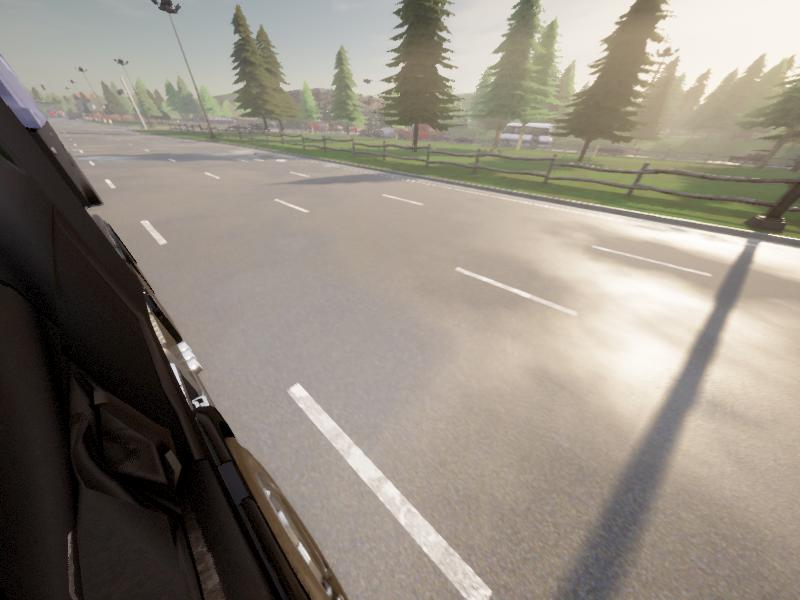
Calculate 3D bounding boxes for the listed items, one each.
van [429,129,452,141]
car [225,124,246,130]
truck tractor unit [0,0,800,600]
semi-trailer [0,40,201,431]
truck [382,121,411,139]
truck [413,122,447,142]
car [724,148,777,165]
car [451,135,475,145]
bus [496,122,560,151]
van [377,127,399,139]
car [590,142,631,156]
[{"bbox_3d":[11.638,-47.659,66.748,5.915,2.561,1.988,28,43,30],"label":"van"},{"bbox_3d":[-51.340,-54.055,72.157,1.837,1.490,4.892,28,44,30],"label":"car"},{"bbox_3d":[-2.645,-0.295,0.351,6.516,4.208,3.053,28,44,30],"label":"truck tractor unit"},{"bbox_3d":[-8.702,-3.588,4.243,14.254,4.402,2.717,28,43,30],"label":"semi-trailer"},{"bbox_3d":[-1.160,-49.563,67.428,8.468,3.827,2.891,28,43,30],"label":"truck"},{"bbox_3d":[7.843,-44.754,61.517,8.468,3.827,2.891,28,43,30],"label":"truck"},{"bbox_3d":[53.760,-22.145,35.608,3.866,1.878,1.905,28,43,30],"label":"car"},{"bbox_3d":[14.637,-37.435,54.033,4.892,1.490,1.837,28,44,30],"label":"car"},{"bbox_3d":[26.700,-34.753,48.890,10.273,4.253,3.944,29,44,29],"label":"bus"},{"bbox_3d":[-3.455,-47.487,65.643,6.366,2.431,2.351,28,43,30],"label":"van"},{"bbox_3d":[37.986,-27.371,41.849,2.152,1.651,5.027,-29,47,-35],"label":"car"}]
